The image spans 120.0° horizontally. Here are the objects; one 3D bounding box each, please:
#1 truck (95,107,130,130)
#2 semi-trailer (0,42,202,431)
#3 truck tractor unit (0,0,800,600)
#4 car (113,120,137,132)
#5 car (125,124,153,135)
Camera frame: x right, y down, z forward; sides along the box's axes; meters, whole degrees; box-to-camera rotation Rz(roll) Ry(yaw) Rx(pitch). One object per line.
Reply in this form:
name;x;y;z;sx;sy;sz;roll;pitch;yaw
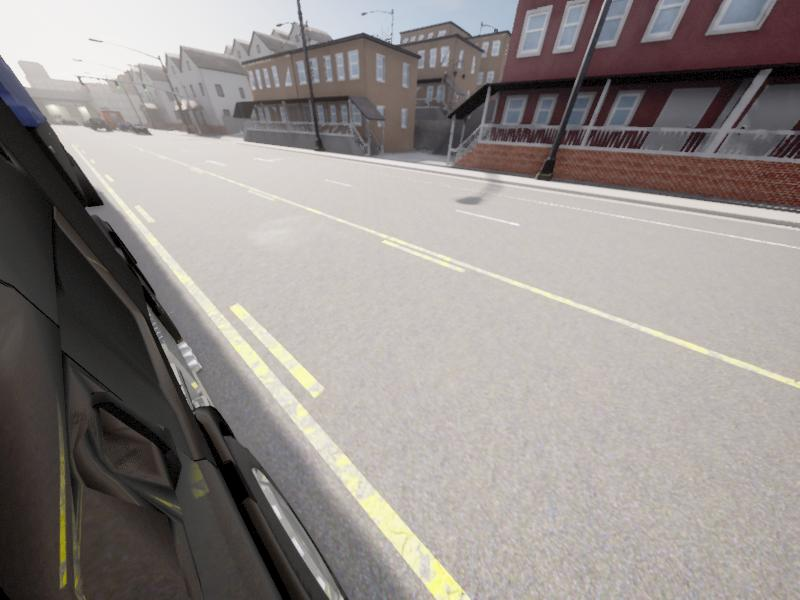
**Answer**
truck;-65.585;-41.299;52.724;8.468;3.827;2.891;28;43;30
semi-trailer;-8.708;-3.572;4.254;14.254;4.402;2.717;28;44;30
truck tractor unit;-2.645;-0.295;0.351;6.516;4.208;3.053;28;44;30
car;-55.539;-35.195;46.717;4.553;1.767;2.097;28;43;30
car;-45.497;-29.763;40.246;5.357;1.411;2.033;27;43;30
